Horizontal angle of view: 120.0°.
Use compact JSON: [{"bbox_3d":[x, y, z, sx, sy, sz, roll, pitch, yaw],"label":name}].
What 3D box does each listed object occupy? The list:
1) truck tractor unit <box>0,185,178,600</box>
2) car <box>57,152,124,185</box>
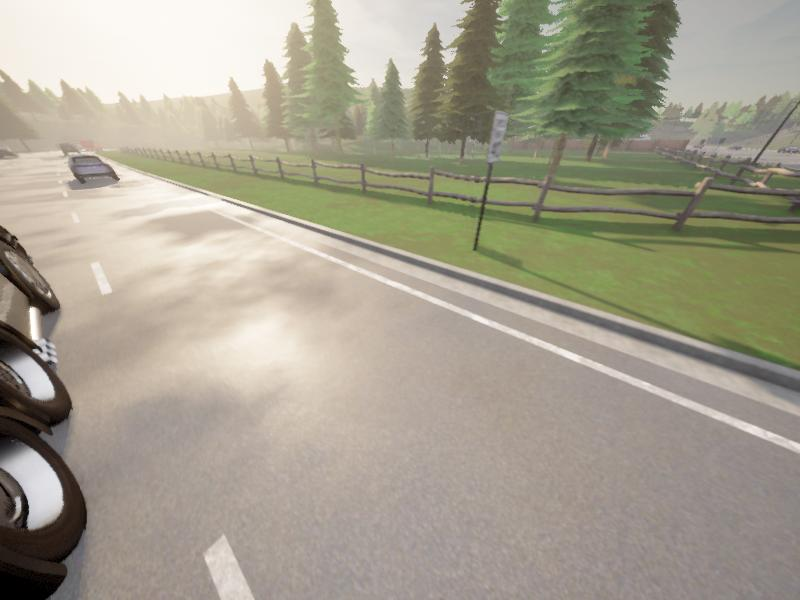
[{"bbox_3d":[-4.967,-0.425,0.956,6.516,4.208,3.053,24,41,30],"label":"truck tractor unit"},{"bbox_3d":[-21.907,-9.399,16.314,4.856,1.649,2.033,24,41,31],"label":"car"}]
